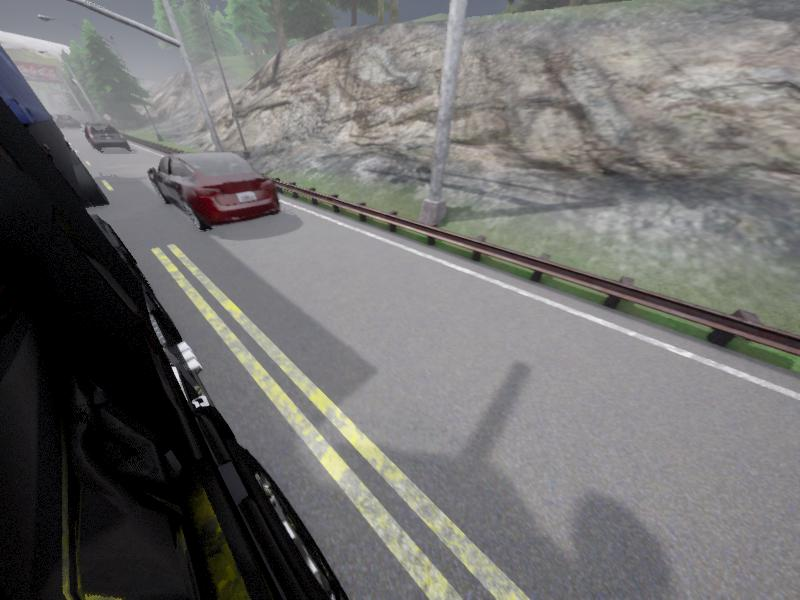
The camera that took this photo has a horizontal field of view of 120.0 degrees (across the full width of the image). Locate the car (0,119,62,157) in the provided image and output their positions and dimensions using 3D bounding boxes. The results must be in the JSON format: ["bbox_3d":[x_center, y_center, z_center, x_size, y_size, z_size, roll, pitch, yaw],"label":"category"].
[{"bbox_3d":[-23.331,-10.114,14.315,4.856,1.649,2.033,28,44,30],"label":"car"}]

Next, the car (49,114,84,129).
[{"bbox_3d":[-54.414,-29.128,37.672,4.611,1.667,2.242,24,42,26],"label":"car"}]

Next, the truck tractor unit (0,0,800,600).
[{"bbox_3d":[-2.645,-0.295,0.351,6.516,4.208,3.053,28,44,30],"label":"truck tractor unit"}]

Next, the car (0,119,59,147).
[{"bbox_3d":[-28.573,-12.835,17.711,4.902,1.511,2.128,28,44,30],"label":"car"}]

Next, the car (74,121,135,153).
[{"bbox_3d":[-21.376,-11.811,16.705,3.988,1.617,1.851,28,44,30],"label":"car"}]

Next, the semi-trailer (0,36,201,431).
[{"bbox_3d":[-8.666,-3.605,4.290,14.254,4.402,2.717,28,45,31],"label":"semi-trailer"}]

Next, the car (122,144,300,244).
[{"bbox_3d":[-5.267,-3.254,6.410,4.792,1.488,2.163,28,44,30],"label":"car"}]
